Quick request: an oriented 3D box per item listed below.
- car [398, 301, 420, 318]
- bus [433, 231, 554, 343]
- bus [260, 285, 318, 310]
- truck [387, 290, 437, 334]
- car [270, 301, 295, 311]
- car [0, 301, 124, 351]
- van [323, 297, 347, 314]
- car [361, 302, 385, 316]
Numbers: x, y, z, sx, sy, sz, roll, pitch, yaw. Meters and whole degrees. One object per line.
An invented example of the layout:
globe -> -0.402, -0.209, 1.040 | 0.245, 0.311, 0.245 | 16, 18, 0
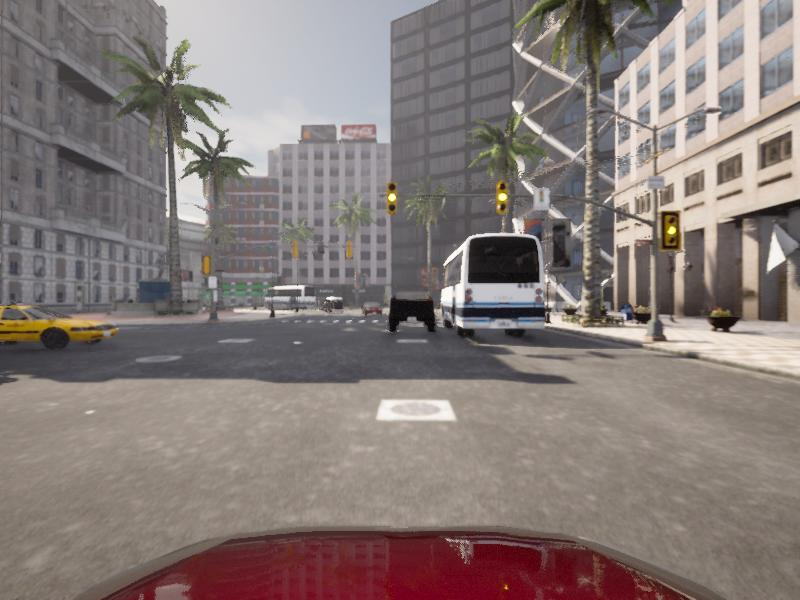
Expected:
car -> 0.840, 0.878, 39.954 | 1.801, 1.575, 5.366 | 0, 0, -3
bus -> 3.971, -0.496, 20.377 | 3.944, 4.253, 10.273 | 0, 0, 1
bus -> -20.268, -0.379, 72.865 | 10.273, 4.253, 3.944 | 0, -1, 30
truck -> 0.656, 0.586, 22.457 | 2.390, 2.098, 6.274 | 0, 0, 1
car -> -18.675, 0.963, 63.600 | 3.633, 1.501, 1.845 | 0, 0, 35
car -> -12.831, 0.838, 13.740 | 5.366, 1.575, 1.801 | 0, 0, -3
van -> -8.218, 0.674, 50.219 | 2.069, 2.038, 4.480 | 0, 0, -23
car -> -3.083, 0.939, 44.344 | 2.163, 1.488, 4.792 | 0, 0, -10
